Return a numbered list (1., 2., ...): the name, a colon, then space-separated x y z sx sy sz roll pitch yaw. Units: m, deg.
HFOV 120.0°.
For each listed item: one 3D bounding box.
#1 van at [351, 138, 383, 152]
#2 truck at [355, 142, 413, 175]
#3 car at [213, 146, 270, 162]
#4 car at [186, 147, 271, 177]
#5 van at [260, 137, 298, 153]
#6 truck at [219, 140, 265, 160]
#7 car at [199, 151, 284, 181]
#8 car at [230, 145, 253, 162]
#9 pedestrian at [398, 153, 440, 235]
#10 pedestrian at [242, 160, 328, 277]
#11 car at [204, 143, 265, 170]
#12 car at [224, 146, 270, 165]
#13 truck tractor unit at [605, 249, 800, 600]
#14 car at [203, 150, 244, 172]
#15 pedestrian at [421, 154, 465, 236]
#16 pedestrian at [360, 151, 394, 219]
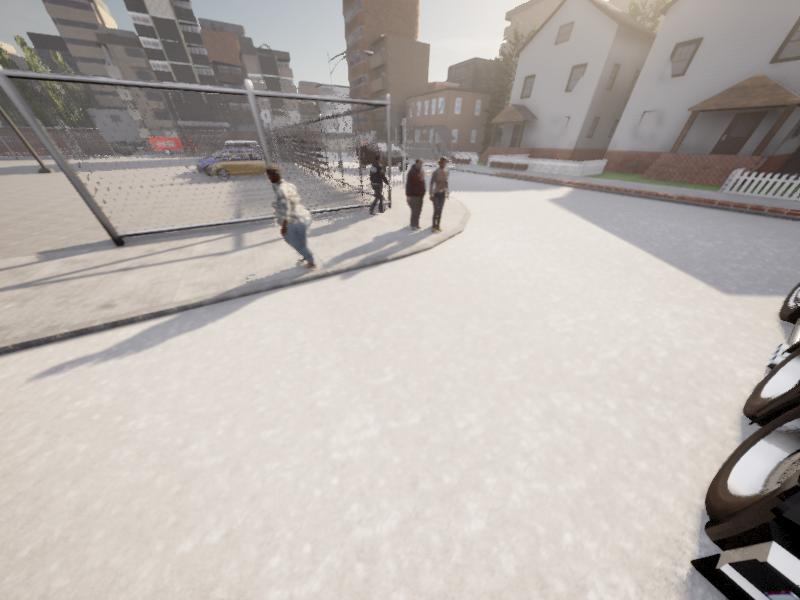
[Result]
1. van: -7.239 -34.017 50.761 6.366 2.431 2.351 -19 39 -25
2. truck: -1.594 -12.450 20.072 2.390 2.098 6.274 -18 39 -24
3. car: -18.851 -17.580 27.775 5.357 1.415 2.033 -18 39 -24
4. car: -12.568 -10.447 17.349 4.611 1.667 2.242 -18 39 -24
5. van: -23.845 -30.697 45.734 5.915 2.561 1.988 -8 34 -11
6. truck: -20.661 -19.856 30.487 4.478 2.038 2.069 -18 39 -24
7. car: -10.363 -9.014 15.428 4.193 1.474 1.816 -18 39 -24
8. car: -18.878 -17.481 27.507 1.789 1.547 3.705 -18 39 -24
9. pedestrian: 0.462 -2.846 6.258 0.751 1.860 0.751 -23 41 -30
10. pedestrian: -1.928 -1.428 4.197 0.751 1.860 0.751 -1 35 -2
11. car: -14.465 -12.743 20.450 3.866 1.878 1.905 -18 39 -24
12. car: -16.184 -15.412 24.573 3.633 1.501 1.845 -18 39 -24
13. truck tractor unit: 5.084 -0.325 0.821 6.516 4.208 3.053 -19 39 -25
14. car: -14.151 -11.253 18.677 2.207 1.379 1.481 -18 39 -24
15. pedestrian: 1.061 -2.765 6.147 0.751 1.860 0.751 -5 35 -8
16. pedestrian: -0.718 -3.768 7.575 0.751 1.860 0.751 -22 41 -29
